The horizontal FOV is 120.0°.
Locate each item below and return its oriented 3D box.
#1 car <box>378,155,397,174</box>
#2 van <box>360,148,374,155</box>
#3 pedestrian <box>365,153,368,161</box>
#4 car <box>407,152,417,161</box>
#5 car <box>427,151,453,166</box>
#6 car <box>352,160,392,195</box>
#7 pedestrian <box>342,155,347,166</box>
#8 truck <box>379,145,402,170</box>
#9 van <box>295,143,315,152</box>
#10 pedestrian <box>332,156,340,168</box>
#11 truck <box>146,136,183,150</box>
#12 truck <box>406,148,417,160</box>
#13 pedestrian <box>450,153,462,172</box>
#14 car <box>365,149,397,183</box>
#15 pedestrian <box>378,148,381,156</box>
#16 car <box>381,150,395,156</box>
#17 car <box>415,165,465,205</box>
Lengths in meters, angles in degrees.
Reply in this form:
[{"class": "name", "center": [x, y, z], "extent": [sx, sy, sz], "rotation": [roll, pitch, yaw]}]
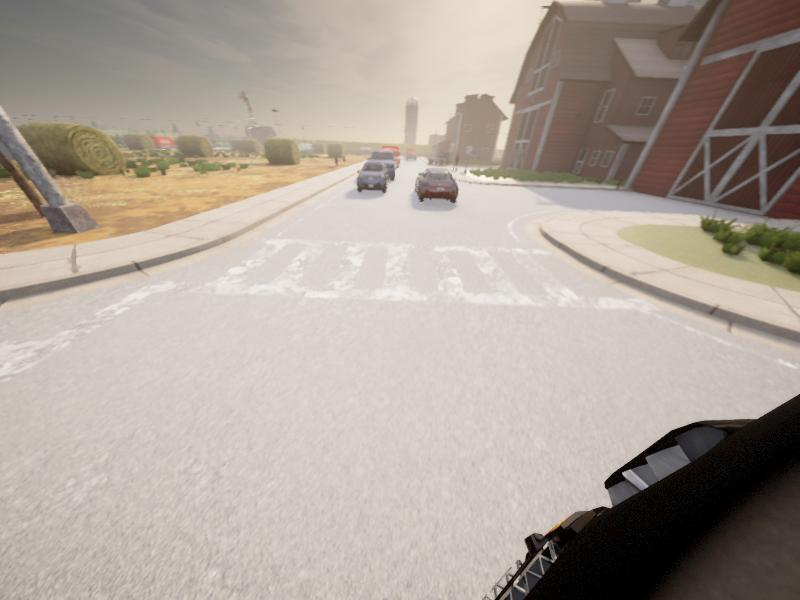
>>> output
[{"class": "car", "center": [-1.313, -14.748, 25.003], "extent": [1.789, 1.549, 3.705], "rotation": [2, 33, -1]}, {"class": "van", "center": [-11.158, -50.357, 78.310], "extent": [4.480, 2.038, 2.069], "rotation": [3, 33, 0]}, {"class": "pedestrian", "center": [-6.002, -25.803, 41.654], "extent": [0.500, 1.100, 0.500], "rotation": [-4, 34, -10]}, {"class": "car", "center": [2.696, -32.907, 52.944], "extent": [2.152, 1.651, 5.027], "rotation": [2, 33, 0]}, {"class": "car", "center": [6.601, -23.440, 38.222], "extent": [1.905, 1.878, 3.866], "rotation": [-29, 43, -31]}, {"class": "car", "center": [-1.522, -7.402, 13.786], "extent": [1.845, 1.501, 3.633], "rotation": [2, 33, 0]}, {"class": "pedestrian", "center": [-6.849, -17.312, 28.630], "extent": [0.500, 1.100, 0.500], "rotation": [-2, 33, -7]}, {"class": "truck", "center": [-1.197, -18.701, 30.176], "extent": [2.627, 2.467, 5.204], "rotation": [2, 34, 0]}, {"class": "van", "center": [-33.452, -53.580, 81.202], "extent": [5.915, 2.561, 1.988], "rotation": [3, 33, 1]}, {"class": "pedestrian", "center": [-6.997, -15.160, 25.334], "extent": [0.500, 1.100, 0.500], "rotation": [12, 34, 14]}, {"class": "truck", "center": [-54.598, -36.531, 53.754], "extent": [2.627, 2.467, 5.204], "rotation": [4, 33, 3]}, {"class": "truck", "center": [2.854, -38.438, 60.647], "extent": [2.627, 2.467, 5.204], "rotation": [2, 34, 0]}, {"class": "pedestrian", "center": [6.591, -16.166, 27.107], "extent": [0.751, 1.860, 0.751], "rotation": [-22, 41, -33]}, {"class": "car", "center": [-1.398, -11.324, 19.319], "extent": [2.150, 2.045, 5.566], "rotation": [2, 33, 0]}, {"class": "pedestrian", "center": [-5.806, -41.271, 64.592], "extent": [0.751, 1.860, 0.751], "rotation": [1, 33, -2]}, {"class": "car", "center": [-4.148, -51.752, 81.327], "extent": [4.974, 1.542, 2.038], "rotation": [3, 33, 0]}, {"class": "car", "center": [1.960, -6.430, 12.664], "extent": [1.994, 1.385, 4.181], "rotation": [2, 33, 0]}]
